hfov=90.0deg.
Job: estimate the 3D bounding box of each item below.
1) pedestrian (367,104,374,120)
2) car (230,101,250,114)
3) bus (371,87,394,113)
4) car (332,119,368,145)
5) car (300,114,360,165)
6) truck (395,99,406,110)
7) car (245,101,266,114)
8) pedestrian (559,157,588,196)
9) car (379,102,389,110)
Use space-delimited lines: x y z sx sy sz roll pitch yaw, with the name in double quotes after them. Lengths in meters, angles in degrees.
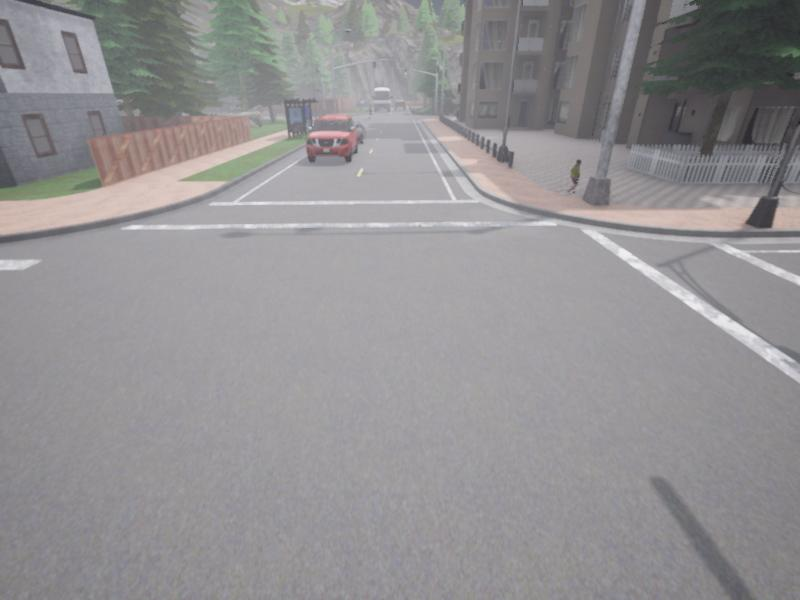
-3.868 -24.781 52.813 0.751 1.860 0.751 0 27 1 "pedestrian"
-27.494 -33.188 68.907 1.905 1.878 3.866 -1 27 -1 "car"
-3.345 -39.930 79.753 3.944 4.253 10.273 0 27 0 "bus"
-3.484 -11.999 28.509 1.994 1.385 4.181 0 27 0 "car"
-3.485 -8.649 21.241 2.150 2.045 5.566 0 27 0 "car"
0.038 -44.888 91.761 2.390 2.098 6.274 0 27 0 "truck"
-24.989 -33.393 69.303 1.932 1.855 4.605 -1 27 -1 "car"
5.487 -3.926 12.693 0.500 1.100 0.500 -2 27 -5 "pedestrian"
-3.462 -42.837 88.414 2.128 1.511 4.902 0 27 0 "car"
